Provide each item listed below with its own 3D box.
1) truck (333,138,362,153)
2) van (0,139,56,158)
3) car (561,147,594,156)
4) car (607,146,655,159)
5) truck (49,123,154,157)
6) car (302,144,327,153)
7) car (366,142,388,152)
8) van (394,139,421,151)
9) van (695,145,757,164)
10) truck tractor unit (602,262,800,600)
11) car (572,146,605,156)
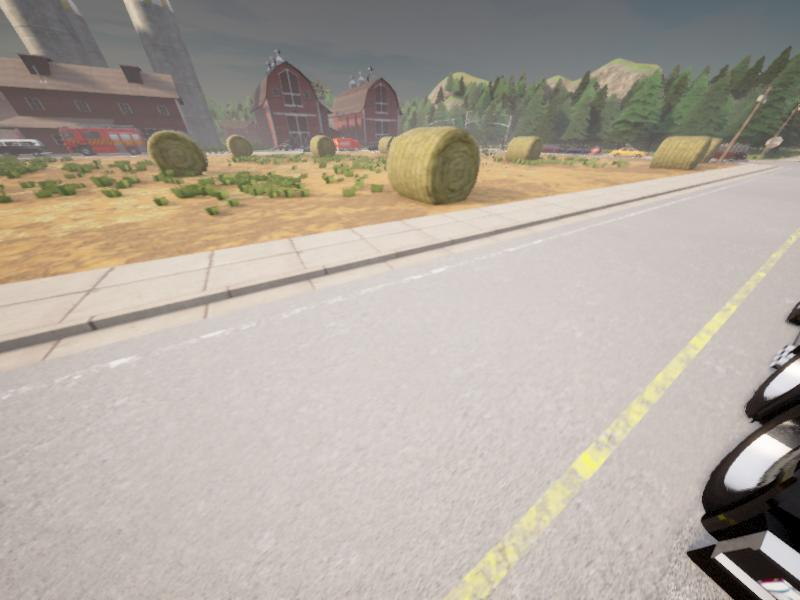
[{"bbox_3d":[-11.189,-33.347,49.788,5.204,2.467,2.627,-21,40,-28],"label":"truck"},{"bbox_3d":[-51.094,-20.424,31.126,4.480,2.038,2.069,-21,40,-27],"label":"van"},{"bbox_3d":[34.672,-29.123,45.271,1.895,1.301,4.718,-20,40,-27],"label":"car"},{"bbox_3d":[39.245,-25.200,39.418,1.801,1.575,5.366,-20,40,-27],"label":"car"},{"bbox_3d":[-43.840,-23.910,34.662,8.468,3.827,2.891,-21,40,-28],"label":"truck"},{"bbox_3d":[-17.294,-30.583,46.677,4.181,1.385,1.994,-21,41,-27],"label":"car"},{"bbox_3d":[-5.200,-35.383,53.305,4.605,1.855,1.932,-21,40,-28],"label":"car"},{"bbox_3d":[1.774,-38.255,57.033,6.366,2.431,2.351,-21,40,-27],"label":"van"},{"bbox_3d":[44.994,-20.288,32.048,1.775,1.987,4.442,-20,40,-27],"label":"van"},{"bbox_3d":[5.113,-0.296,0.795,6.516,4.208,3.053,-18,39,-24],"label":"truck tractor unit"},{"bbox_3d":[37.844,-30.082,46.483,2.007,1.525,4.514,-20,40,-27],"label":"car"}]
